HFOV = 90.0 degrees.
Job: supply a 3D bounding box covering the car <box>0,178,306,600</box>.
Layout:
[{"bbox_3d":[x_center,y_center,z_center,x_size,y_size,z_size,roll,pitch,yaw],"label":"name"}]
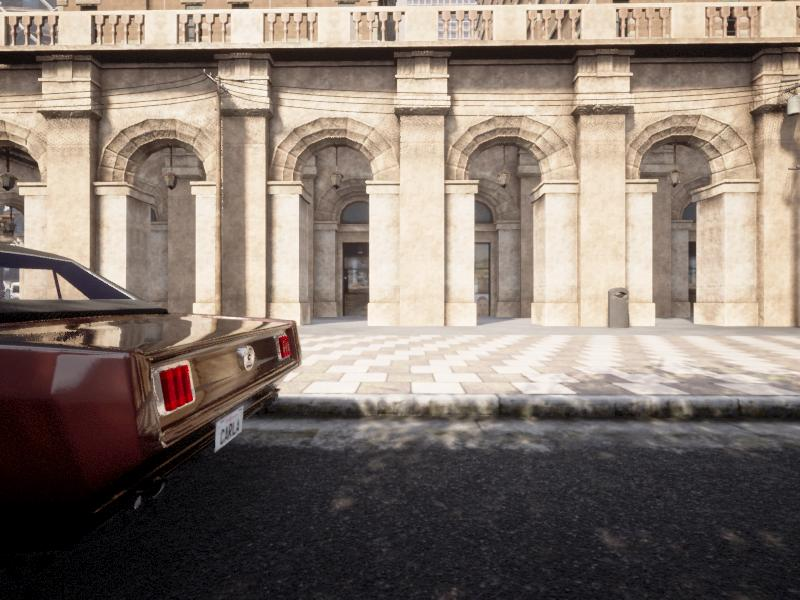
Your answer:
[{"bbox_3d":[-3.058,0.338,2.008,4.718,1.301,1.895,0,0,1],"label":"car"}]
